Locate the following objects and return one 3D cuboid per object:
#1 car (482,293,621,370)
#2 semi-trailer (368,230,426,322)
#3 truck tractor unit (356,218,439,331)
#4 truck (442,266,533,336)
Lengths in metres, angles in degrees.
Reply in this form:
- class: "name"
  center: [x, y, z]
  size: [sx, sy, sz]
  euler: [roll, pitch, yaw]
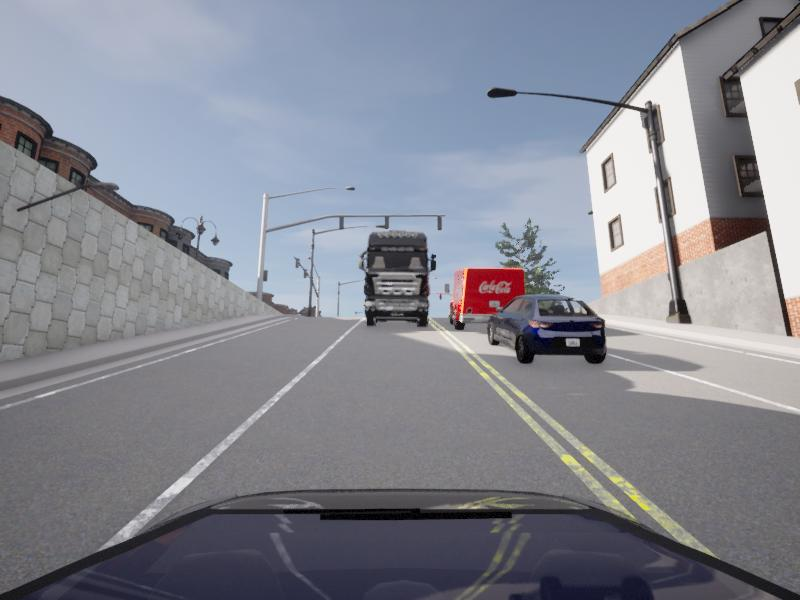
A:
- class: "car"
  center: [3.421, 0.592, 9.996]
  size: [1.816, 1.474, 4.193]
  euler: [1, 1, 0]
- class: "semi-trailer"
  center: [-0.222, -0.957, 26.222]
  size: [2.717, 4.402, 14.254]
  euler: [0, -2, -1]
- class: "truck tractor unit"
  center: [-0.126, -1.002, 18.252]
  size: [3.053, 4.208, 6.516]
  euler: [1, 1, -1]
- class: "truck"
  center: [3.407, -0.042, 16.982]
  size: [2.627, 2.467, 5.204]
  euler: [1, 2, 0]
